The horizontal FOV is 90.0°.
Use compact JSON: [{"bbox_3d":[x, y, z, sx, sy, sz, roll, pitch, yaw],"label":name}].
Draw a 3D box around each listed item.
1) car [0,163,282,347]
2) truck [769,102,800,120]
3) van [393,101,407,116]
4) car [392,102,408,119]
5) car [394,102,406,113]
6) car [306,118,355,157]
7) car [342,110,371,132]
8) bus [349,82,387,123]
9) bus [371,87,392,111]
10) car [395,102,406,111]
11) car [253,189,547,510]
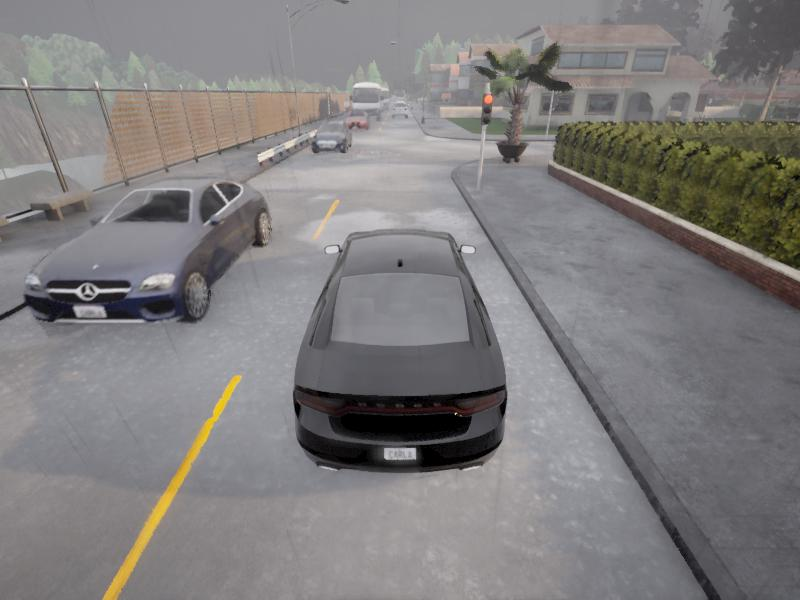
[{"bbox_3d":[-3.998,-1.249,7.257,2.152,1.651,5.027,0,27,0],"label":"car"},{"bbox_3d":[53.534,-25.270,53.421,2.390,2.098,6.274,0,27,0],"label":"truck"},{"bbox_3d":[0.005,-30.129,62.948,2.069,2.038,4.480,0,27,0],"label":"van"},{"bbox_3d":[0.005,-27.136,57.117,2.150,2.045,5.566,0,27,0],"label":"car"},{"bbox_3d":[0.006,-37.266,77.368,2.242,1.667,4.611,0,27,0],"label":"car"},{"bbox_3d":[-3.996,-9.793,23.853,2.033,1.649,4.856,0,28,0],"label":"car"},{"bbox_3d":[-3.995,-16.961,37.746,2.242,1.667,4.611,0,27,0],"label":"car"},{"bbox_3d":[-3.874,-25.215,50.976,3.944,4.253,10.273,0,27,0],"label":"bus"},{"bbox_3d":[-3.871,-43.744,86.982,3.944,4.253,10.273,0,27,0],"label":"bus"},{"bbox_3d":[0.007,-40.802,84.241,2.242,1.667,4.611,0,27,0],"label":"car"},{"bbox_3d":[0.002,-0.113,5.141,1.882,1.535,5.008,0,27,0],"label":"car"}]
